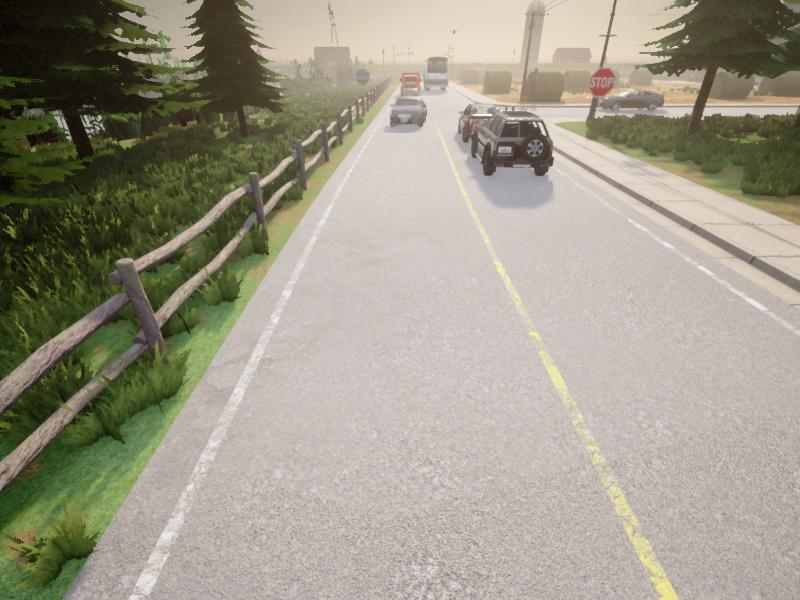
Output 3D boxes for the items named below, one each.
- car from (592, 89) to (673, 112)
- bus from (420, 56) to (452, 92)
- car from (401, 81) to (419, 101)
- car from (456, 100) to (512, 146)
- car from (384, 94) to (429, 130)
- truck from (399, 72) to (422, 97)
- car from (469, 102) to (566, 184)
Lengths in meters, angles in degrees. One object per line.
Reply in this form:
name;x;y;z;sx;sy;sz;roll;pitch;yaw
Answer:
car;18.227;-15.783;31.605;4.902;1.511;2.128;-1;30;-1
bus;5.051;-33.261;58.743;3.944;4.253;10.273;1;30;1
car;1.076;-22.167;42.374;1.851;1.617;3.988;1;30;1
car;3.871;-8.582;19.188;2.007;1.525;4.514;2;30;3
car;0.510;-11.208;23.702;2.128;1.511;4.902;3;30;6
truck;1.287;-26.018;48.116;2.627;2.467;5.204;1;30;1
car;3.649;-5.440;13.457;1.932;1.855;4.605;1;30;1
